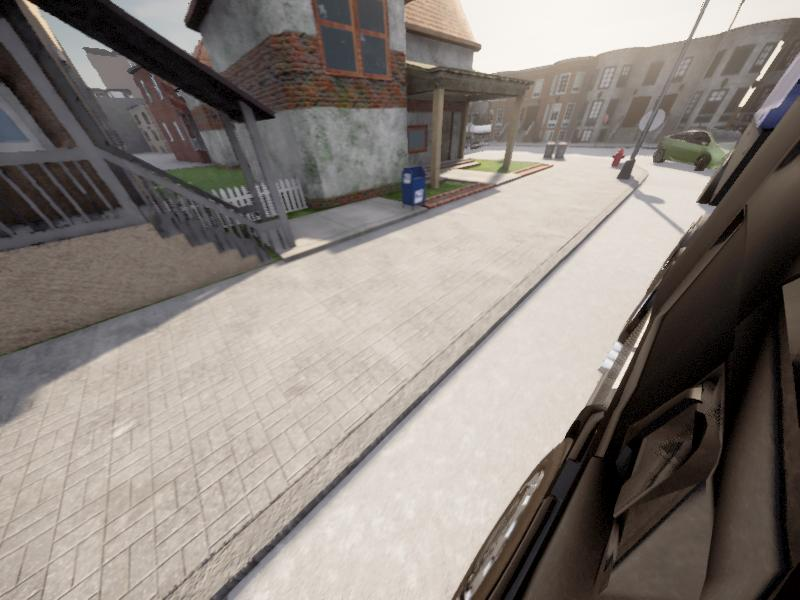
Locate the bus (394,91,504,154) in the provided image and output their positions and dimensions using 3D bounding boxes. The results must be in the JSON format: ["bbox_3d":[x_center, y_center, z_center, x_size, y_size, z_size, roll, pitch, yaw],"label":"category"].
[{"bbox_3d":[4.362,-17.906,23.736,3.944,4.253,10.273,-31,45,-32],"label":"bus"}]

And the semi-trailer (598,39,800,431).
[{"bbox_3d":[8.695,-3.612,4.223,14.254,4.402,2.717,-28,44,-30],"label":"semi-trailer"}]

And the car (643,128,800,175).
[{"bbox_3d":[14.701,-7.242,11.084,2.007,1.525,4.514,5,38,10],"label":"car"}]

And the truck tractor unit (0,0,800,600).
[{"bbox_3d":[2.645,-0.295,0.351,6.516,4.208,3.053,-28,44,-30],"label":"truck tractor unit"}]

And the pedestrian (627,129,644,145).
[{"bbox_3d":[20.799,-14.430,20.421,0.500,1.100,0.500,-23,41,-25],"label":"pedestrian"}]
